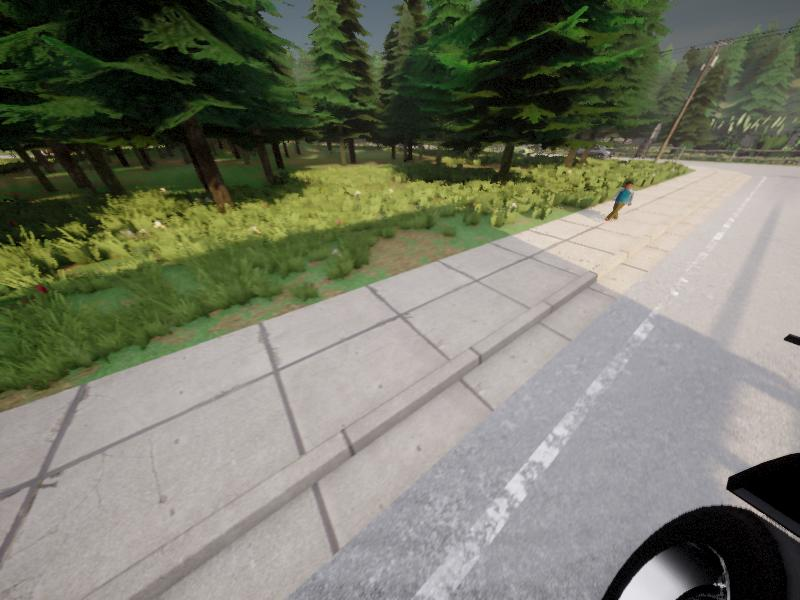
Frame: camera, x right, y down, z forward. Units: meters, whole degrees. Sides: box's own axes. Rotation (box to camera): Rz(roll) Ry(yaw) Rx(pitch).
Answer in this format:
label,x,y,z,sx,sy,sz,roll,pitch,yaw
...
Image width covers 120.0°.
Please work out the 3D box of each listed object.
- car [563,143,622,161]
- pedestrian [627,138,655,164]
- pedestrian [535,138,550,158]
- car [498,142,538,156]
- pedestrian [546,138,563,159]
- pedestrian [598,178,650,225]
label,x,y,z,sx,sy,sz,roll,pitch,yaw
car,21.930,-17.058,26.554,2.007,1.525,4.514,-20,40,-26
pedestrian,21.362,-13.202,20.492,0.751,1.860,0.751,-11,37,-15
pedestrian,16.524,-17.655,26.843,0.751,1.860,0.751,-17,39,-23
car,16.763,-21.565,32.989,2.007,1.525,4.514,-21,40,-27
pedestrian,17.259,-16.964,25.858,0.751,1.860,0.751,-19,39,-24
pedestrian,6.309,-2.791,6.558,0.500,1.100,0.500,-12,37,-16
